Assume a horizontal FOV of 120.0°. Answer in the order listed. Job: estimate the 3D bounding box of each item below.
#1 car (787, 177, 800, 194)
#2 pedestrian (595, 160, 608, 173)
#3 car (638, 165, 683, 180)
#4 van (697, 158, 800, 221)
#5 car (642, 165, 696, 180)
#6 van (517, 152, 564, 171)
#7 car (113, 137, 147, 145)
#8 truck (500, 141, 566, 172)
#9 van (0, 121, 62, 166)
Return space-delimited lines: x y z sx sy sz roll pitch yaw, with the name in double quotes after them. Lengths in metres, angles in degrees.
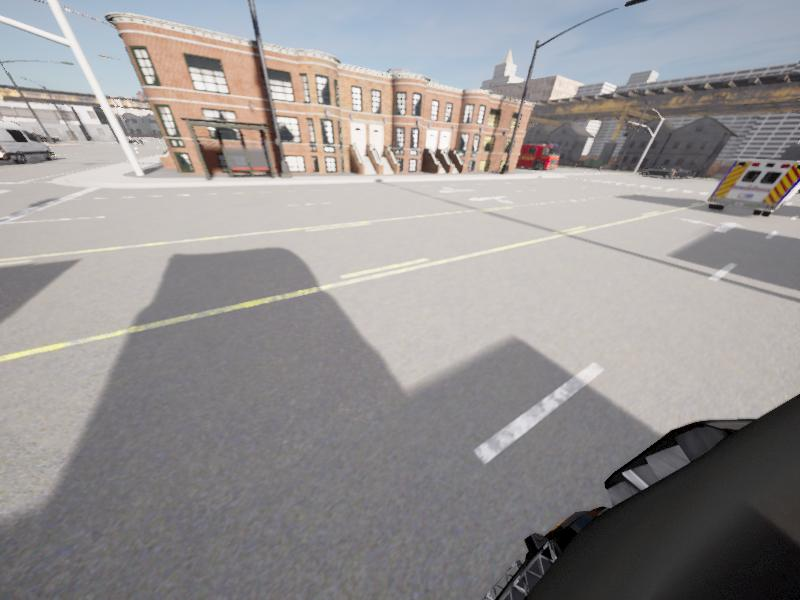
41.881 -10.646 21.876 5.008 1.535 1.882 20 37 24 "car"
33.455 -22.239 38.429 0.751 1.860 0.751 -14 37 -24 "pedestrian"
37.436 -18.454 33.332 1.789 1.549 3.705 -16 38 -26 "car"
19.755 -6.171 12.612 6.366 2.431 2.351 -16 38 -26 "van"
40.472 -19.276 34.863 1.837 1.490 4.892 -16 38 -26 "car"
24.236 -24.260 40.312 2.351 2.431 6.366 -15 38 -25 "van"
-66.231 -39.063 56.709 4.902 1.511 2.128 -3 34 -8 "car"
21.461 -23.698 37.982 2.891 3.827 8.468 -16 38 -26 "truck"
-29.101 -11.644 17.062 1.988 2.561 5.915 -15 38 -25 "van"
